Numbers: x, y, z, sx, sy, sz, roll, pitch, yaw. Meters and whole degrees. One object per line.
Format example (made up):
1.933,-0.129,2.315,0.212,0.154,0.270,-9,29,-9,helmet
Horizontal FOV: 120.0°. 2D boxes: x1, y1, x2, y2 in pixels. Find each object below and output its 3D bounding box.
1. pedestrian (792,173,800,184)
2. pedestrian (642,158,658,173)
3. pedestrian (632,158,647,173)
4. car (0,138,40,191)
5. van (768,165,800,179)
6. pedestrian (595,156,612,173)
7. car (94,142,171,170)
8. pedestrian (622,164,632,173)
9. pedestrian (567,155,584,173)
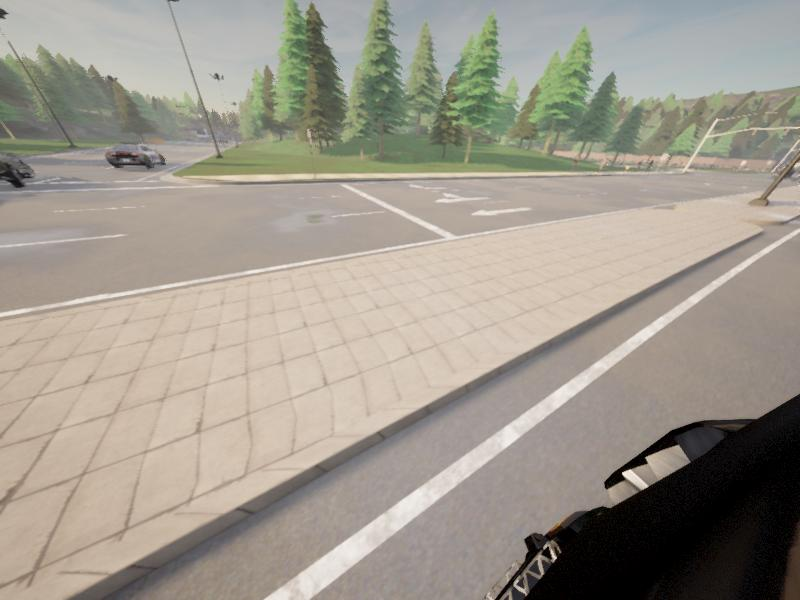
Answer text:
56.216,-17.339,32.214,0.751,1.860,0.751,-16,38,-26,pedestrian
39.023,-20.979,36.069,0.751,1.860,0.751,-14,37,-23,pedestrian
35.949,-20.202,34.682,0.751,1.860,0.751,-17,38,-26,pedestrian
-18.051,-5.879,9.868,4.856,1.649,2.033,29,43,33,car
72.655,-24.201,43.551,4.480,2.038,2.069,-14,37,-23,van
26.788,-17.825,30.458,0.751,1.860,0.751,-14,38,-24,pedestrian
-19.160,-10.629,16.946,2.038,1.542,4.974,-14,37,-23,car
32.102,-18.565,32.639,0.500,1.100,0.500,-16,38,-25,pedestrian
21.386,-16.594,28.221,0.751,1.860,0.751,-13,37,-22,pedestrian
